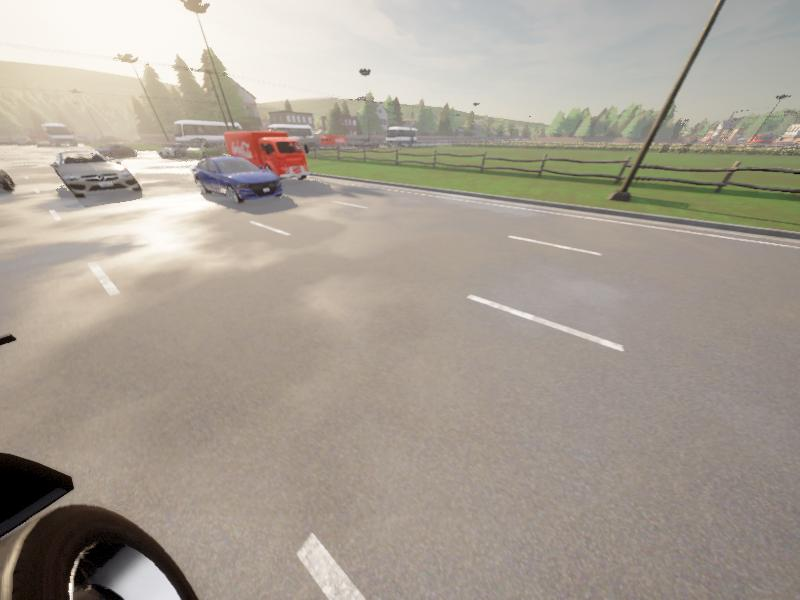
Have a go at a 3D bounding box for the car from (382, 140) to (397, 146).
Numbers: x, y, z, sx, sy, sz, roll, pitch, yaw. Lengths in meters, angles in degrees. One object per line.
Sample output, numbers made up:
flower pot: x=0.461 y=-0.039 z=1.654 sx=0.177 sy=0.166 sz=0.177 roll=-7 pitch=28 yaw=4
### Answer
car: x=-3.180 y=-48.493 z=71.194 sx=2.038 sy=1.542 sz=4.974 roll=22 pitch=41 yaw=28

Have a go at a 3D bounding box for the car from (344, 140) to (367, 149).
car: x=-10.107 y=-35.669 z=52.988 sx=2.128 sy=1.511 sz=4.902 roll=22 pitch=41 yaw=27

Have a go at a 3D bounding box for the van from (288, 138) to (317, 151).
van: x=-18.213 y=-29.124 z=43.224 sx=1.775 sy=1.987 sz=4.442 roll=22 pitch=41 yaw=27

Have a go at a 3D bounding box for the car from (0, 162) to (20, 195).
car: x=-19.738 y=-5.824 z=10.604 sx=3.705 sy=1.549 sz=1.789 roll=24 pitch=42 yaw=30

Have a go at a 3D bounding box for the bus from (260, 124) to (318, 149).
bus: x=-23.986 y=-36.024 z=50.975 sx=3.944 sy=4.253 sz=10.273 roll=22 pitch=41 yaw=27

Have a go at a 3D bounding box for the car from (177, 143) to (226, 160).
car: x=-23.531 y=-17.899 z=27.683 sx=2.007 sy=1.525 sz=4.514 roll=-1 pitch=35 yaw=-1

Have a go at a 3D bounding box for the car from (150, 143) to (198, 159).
car: x=-27.043 y=-18.009 z=27.846 sx=1.970 sy=1.475 sz=3.806 roll=-1 pitch=35 yaw=-2

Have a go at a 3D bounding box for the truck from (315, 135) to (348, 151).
truck: x=-12.971 y=-30.120 z=44.277 sx=2.627 sy=2.467 sz=5.204 roll=22 pitch=40 yaw=27

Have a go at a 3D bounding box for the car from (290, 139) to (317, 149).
car: x=-20.855 y=-33.832 z=50.141 sx=2.242 sy=1.667 sz=4.611 roll=23 pitch=41 yaw=28

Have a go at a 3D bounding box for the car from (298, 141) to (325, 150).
car: x=-18.424 y=-32.297 z=48.158 sx=2.163 sy=1.488 sz=4.792 roll=22 pitch=41 yaw=27

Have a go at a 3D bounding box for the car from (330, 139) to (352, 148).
car: x=-14.754 y=-39.181 z=57.818 sx=2.152 sy=1.651 sz=5.027 roll=21 pitch=40 yaw=27

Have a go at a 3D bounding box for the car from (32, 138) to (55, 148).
car: x=-75.893 y=-33.422 z=49.122 sx=5.366 sy=1.575 sz=1.801 roll=22 pitch=41 yaw=28

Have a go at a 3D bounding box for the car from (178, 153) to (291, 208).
car: x=-7.321 y=-5.437 z=10.193 sx=5.008 sy=1.535 sz=1.882 roll=23 pitch=41 yaw=28

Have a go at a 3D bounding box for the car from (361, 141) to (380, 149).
car: x=-6.537 y=-35.032 z=52.246 sx=1.994 sy=1.385 sz=4.181 roll=22 pitch=40 yaw=27

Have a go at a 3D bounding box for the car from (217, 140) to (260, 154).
car: x=-24.659 y=-23.476 z=35.442 sx=2.242 sy=1.667 sz=4.611 roll=20 pitch=40 yaw=26

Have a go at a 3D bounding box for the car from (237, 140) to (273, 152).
car: x=-25.095 y=-26.827 z=40.181 sx=2.242 sy=1.667 sz=4.611 roll=22 pitch=41 yaw=27

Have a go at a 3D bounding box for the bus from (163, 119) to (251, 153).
bus: x=-32.744 y=-28.416 z=40.118 sx=3.944 sy=4.253 sz=10.273 roll=21 pitch=40 yaw=27

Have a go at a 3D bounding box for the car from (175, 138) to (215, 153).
car: x=-32.083 y=-24.239 z=36.258 sx=1.905 sy=1.878 sz=3.866 roll=17 pitch=38 yaw=22

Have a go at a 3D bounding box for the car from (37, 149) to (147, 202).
car: x=-14.545 y=-6.044 z=10.907 sx=5.027 sy=1.651 sz=2.152 roll=24 pitch=41 yaw=29

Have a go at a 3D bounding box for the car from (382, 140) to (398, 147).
car: x=-2.783 y=-45.329 z=66.714 sx=1.882 sy=1.535 sz=5.008 roll=22 pitch=41 yaw=27

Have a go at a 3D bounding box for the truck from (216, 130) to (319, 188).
truck: x=-7.802 y=-8.526 z=13.753 sx=5.204 sy=2.467 sz=2.627 roll=23 pitch=41 yaw=29

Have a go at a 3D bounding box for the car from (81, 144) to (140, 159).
car: x=-33.888 y=-17.577 z=27.260 sx=1.994 sy=1.385 sz=4.181 roll=-3 pitch=35 yaw=-4

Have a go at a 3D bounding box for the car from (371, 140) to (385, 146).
car: x=-6.859 y=-49.046 z=71.945 sx=2.007 sy=1.525 sz=4.514 roll=22 pitch=41 yaw=27

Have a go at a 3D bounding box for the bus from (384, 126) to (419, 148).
bus: x=0.575 y=-41.988 z=59.664 sx=3.944 sy=4.253 sz=10.273 roll=22 pitch=41 yaw=27

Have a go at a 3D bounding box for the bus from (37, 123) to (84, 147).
bus: x=-79.032 y=-38.377 z=53.750 sx=10.273 sy=4.253 sz=3.944 roll=23 pitch=41 yaw=28

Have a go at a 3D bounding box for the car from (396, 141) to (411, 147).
car: x=1.078 y=-44.885 z=66.333 sx=1.895 sy=1.301 sz=4.718 roll=22 pitch=41 yaw=27

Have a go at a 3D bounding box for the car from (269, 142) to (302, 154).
car: x=-18.678 y=-24.928 z=37.820 sx=1.994 sy=1.385 sz=4.181 roll=22 pitch=41 yaw=28
